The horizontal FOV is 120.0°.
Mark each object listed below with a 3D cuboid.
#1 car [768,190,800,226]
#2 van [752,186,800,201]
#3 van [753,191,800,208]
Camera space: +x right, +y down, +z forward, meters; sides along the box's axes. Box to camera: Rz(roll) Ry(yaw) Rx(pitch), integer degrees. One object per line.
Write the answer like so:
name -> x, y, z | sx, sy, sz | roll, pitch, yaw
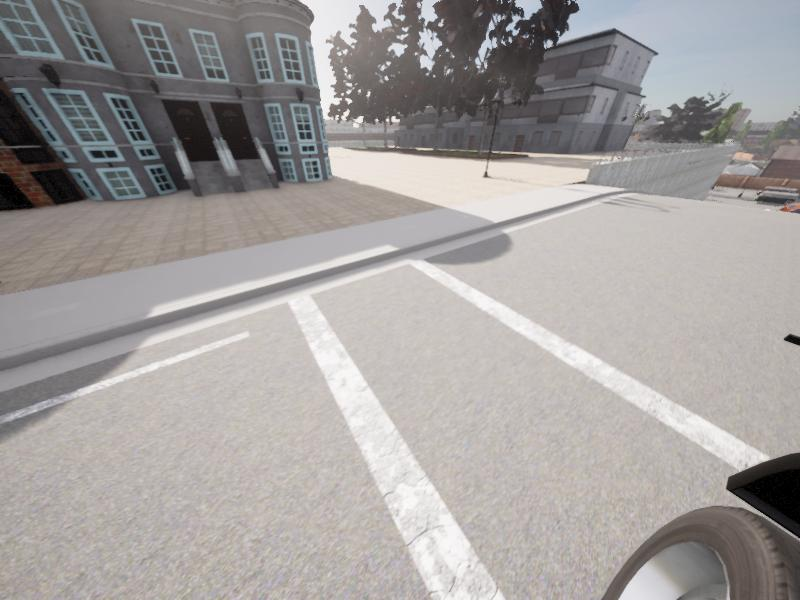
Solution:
car -> 27.642, -6.068, 15.628 | 4.553, 1.767, 2.097 | -12, 35, -34
van -> 72.922, -20.724, 44.848 | 1.775, 1.987, 4.442 | -22, 40, -27
van -> 66.706, -17.773, 40.711 | 1.775, 1.987, 4.442 | -22, 40, -27
